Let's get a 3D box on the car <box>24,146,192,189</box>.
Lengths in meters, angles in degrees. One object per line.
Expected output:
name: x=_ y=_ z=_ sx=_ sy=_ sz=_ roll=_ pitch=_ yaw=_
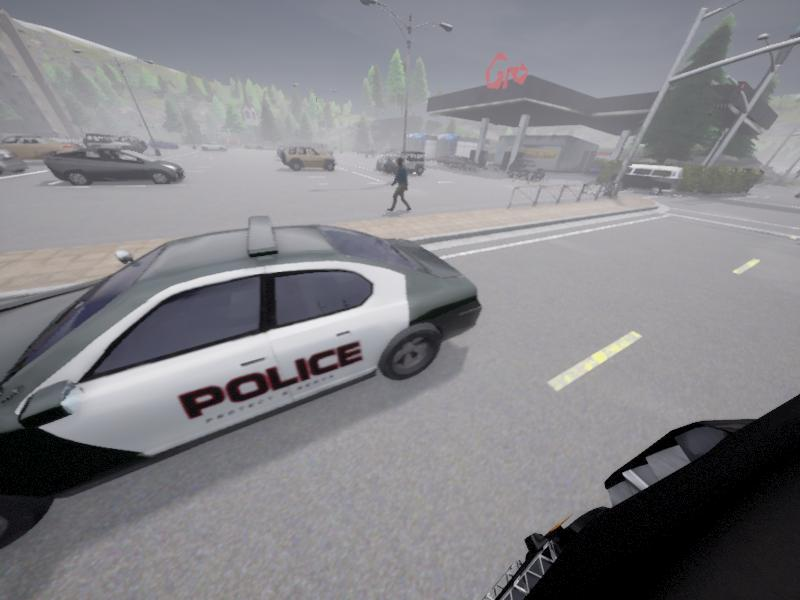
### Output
car: x=-13.509 y=-6.498 z=11.282 sx=4.514 sy=1.523 sz=2.007 roll=-15 pitch=37 yaw=-24

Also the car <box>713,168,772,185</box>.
car: x=53.174 y=-19.257 z=35.973 sx=2.097 sy=1.767 sz=4.553 roll=-12 pitch=37 yaw=-22

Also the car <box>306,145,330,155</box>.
car: x=-18.080 y=-33.094 z=51.016 sx=4.514 sy=1.523 sz=2.007 roll=-15 pitch=37 yaw=-24

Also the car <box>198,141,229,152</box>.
car: x=-33.103 y=-27.324 z=41.198 sx=3.806 sy=1.475 sz=1.970 roll=-15 pitch=37 yaw=-24

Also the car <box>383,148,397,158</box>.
car: x=-2.576 y=-35.844 z=56.342 sx=1.905 sy=1.878 sz=3.866 roll=-14 pitch=37 yaw=-24

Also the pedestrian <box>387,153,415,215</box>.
pedestrian: x=-0.008 y=-4.085 z=8.182 sx=0.751 sy=1.860 sz=0.751 roll=-6 pitch=35 yaw=-13

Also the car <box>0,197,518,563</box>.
car: x=-1.623 y=0.115 z=2.276 sx=4.974 sy=1.542 sz=2.038 roll=-14 pitch=37 yaw=-24

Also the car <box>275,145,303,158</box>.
car: x=-17.783 y=-23.799 z=37.013 sx=3.633 sy=1.501 sz=1.845 roll=-15 pitch=37 yaw=-24

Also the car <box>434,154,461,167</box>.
car: x=8.046 y=-24.045 z=39.772 sx=2.007 sy=1.525 sz=4.514 roll=-14 pitch=37 yaw=-24

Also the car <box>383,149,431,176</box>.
car: x=0.563 y=-12.585 z=21.180 sx=3.866 sy=1.878 sz=1.905 roll=-15 pitch=37 yaw=-24

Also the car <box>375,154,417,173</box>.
car: x=-0.468 y=-14.170 z=23.997 sx=3.806 sy=1.475 sz=1.970 roll=-15 pitch=37 yaw=-24

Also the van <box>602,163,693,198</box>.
van: x=20.813 y=-10.337 z=19.716 sx=2.069 sy=2.038 sz=4.480 roll=-17 pitch=39 yaw=-26

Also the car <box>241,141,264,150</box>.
car: x=-37.289 y=-39.200 z=58.599 sx=4.605 sy=1.855 sz=1.932 roll=-15 pitch=38 yaw=-25

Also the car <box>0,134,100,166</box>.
car: x=-24.731 y=-10.050 z=15.459 sx=5.027 sy=1.636 sz=2.152 roll=-15 pitch=37 yaw=-24

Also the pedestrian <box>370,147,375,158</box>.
pedestrian: x=-5.483 y=-29.768 z=46.670 sx=0.751 sy=1.860 sz=0.751 roll=-13 pitch=37 yaw=-23

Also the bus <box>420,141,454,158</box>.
bus: x=12.395 y=-51.121 z=78.401 sx=10.273 sy=4.253 sz=3.944 roll=-6 pitch=35 yaw=-14

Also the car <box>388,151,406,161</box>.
car: x=-0.676 y=-29.404 z=47.177 sx=1.970 sy=1.475 sz=3.806 roll=-14 pitch=37 yaw=-24

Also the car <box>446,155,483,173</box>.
car: x=8.875 y=-19.015 z=32.168 sx=2.033 sy=1.649 sz=4.856 roll=-14 pitch=38 yaw=-24

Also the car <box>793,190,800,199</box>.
car: x=38.115 y=-9.919 z=20.839 sx=4.674 sy=1.442 sz=1.812 roll=-14 pitch=36 yaw=-25

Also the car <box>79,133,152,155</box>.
car: x=-32.448 y=-17.951 z=26.625 sx=4.605 sy=1.855 sz=1.932 roll=-15 pitch=37 yaw=-24

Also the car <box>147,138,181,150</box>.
car: x=-41.047 y=-27.160 z=40.289 sx=3.633 sy=1.501 sz=1.845 roll=-15 pitch=37 yaw=-24

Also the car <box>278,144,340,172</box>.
car: x=-7.920 y=-12.448 z=20.326 sx=4.605 sy=1.855 sz=1.932 roll=-15 pitch=37 yaw=-24

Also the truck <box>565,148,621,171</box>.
truck: x=42.970 y=-31.577 z=51.852 sx=2.891 sy=3.827 sz=8.468 roll=-14 pitch=37 yaw=-24

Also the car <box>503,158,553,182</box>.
car: x=13.560 y=-13.988 z=24.752 sx=1.905 sy=1.878 sz=3.866 roll=-14 pitch=37 yaw=-24

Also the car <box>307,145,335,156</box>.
car: x=-16.563 y=-31.526 z=48.761 sx=5.027 sy=1.636 sz=2.152 roll=-15 pitch=37 yaw=-24

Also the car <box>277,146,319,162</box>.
car: x=-13.138 y=-18.748 z=29.749 sx=4.514 sy=1.523 sz=2.007 roll=-15 pitch=37 yaw=-24

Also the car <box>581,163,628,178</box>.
car: x=30.800 y=-19.680 z=35.032 sx=2.242 sy=1.667 sz=4.611 roll=-15 pitch=37 yaw=-24

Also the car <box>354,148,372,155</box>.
car: x=-10.618 y=-42.843 z=66.598 sx=4.792 sy=1.488 sz=2.163 roll=20 pitch=37 yaw=24

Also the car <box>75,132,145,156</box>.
car: x=-30.722 y=-16.591 z=24.680 sx=3.866 sy=1.878 sz=1.905 roll=-15 pitch=37 yaw=-24

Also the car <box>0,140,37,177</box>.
car: x=-21.442 y=-6.809 z=10.990 sx=3.806 sy=1.475 sz=1.970 roll=-15 pitch=37 yaw=-24

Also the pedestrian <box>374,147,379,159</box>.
pedestrian: x=-4.650 y=-28.835 z=45.333 sx=0.751 sy=1.860 sz=0.751 roll=-14 pitch=37 yaw=-24
